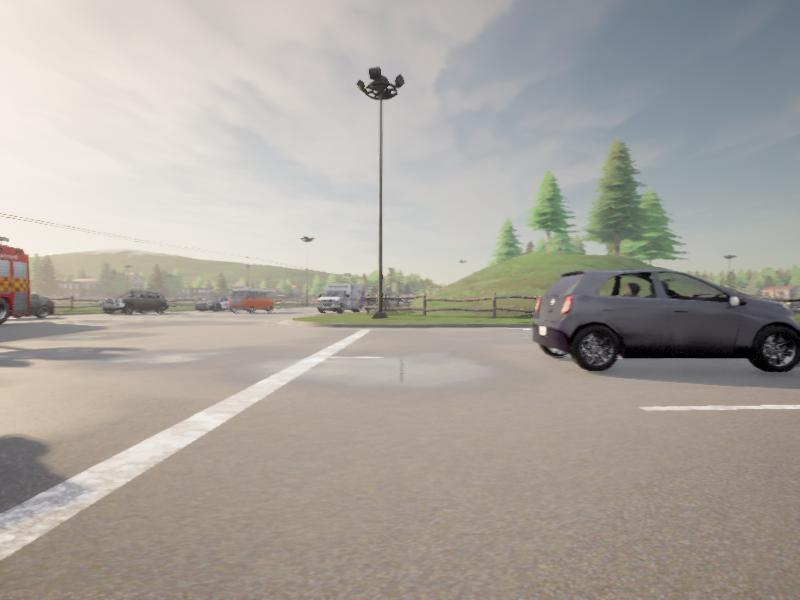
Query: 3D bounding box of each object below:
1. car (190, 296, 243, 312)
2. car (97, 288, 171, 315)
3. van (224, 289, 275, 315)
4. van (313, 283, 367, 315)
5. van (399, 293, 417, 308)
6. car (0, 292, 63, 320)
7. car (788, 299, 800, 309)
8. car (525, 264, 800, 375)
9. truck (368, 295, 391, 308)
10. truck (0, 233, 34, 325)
[{"bbox_3d":[-17.939,0.373,39.407,2.038,1.542,4.974,0,0,13],"label":"car"},{"bbox_3d":[-20.053,0.165,30.449,1.932,1.855,4.605,0,-1,13],"label":"car"},{"bbox_3d":[-12.262,0.126,32.980,1.775,1.987,4.442,0,0,13],"label":"van"},{"bbox_3d":[-4.860,-0.081,33.884,2.351,2.431,6.366,0,0,13],"label":"van"},{"bbox_3d":[1.437,0.085,69.809,2.351,2.431,6.366,0,0,8],"label":"van"},{"bbox_3d":[-21.823,0.321,21.950,2.163,1.488,4.792,0,0,9],"label":"car"},{"bbox_3d":[56.918,0.603,55.494,2.033,1.411,5.357,0,0,14],"label":"car"},{"bbox_3d":[4.086,0.263,6.353,3.633,1.501,1.845,0,0,2],"label":"car"},{"bbox_3d":[-3.534,0.234,69.991,2.390,2.098,6.274,0,0,13],"label":"truck"},{"bbox_3d":[-17.556,-0.879,14.075,2.891,3.827,8.468,0,0,-11],"label":"truck"}]
